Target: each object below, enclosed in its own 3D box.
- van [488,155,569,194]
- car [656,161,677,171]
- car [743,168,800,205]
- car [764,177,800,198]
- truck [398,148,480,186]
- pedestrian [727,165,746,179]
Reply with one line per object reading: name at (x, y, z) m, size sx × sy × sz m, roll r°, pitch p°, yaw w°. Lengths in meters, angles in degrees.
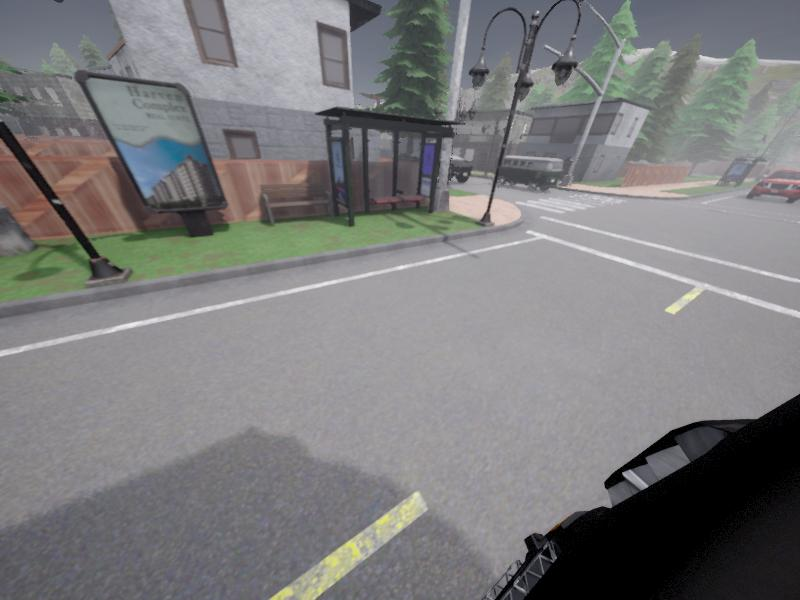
van at (8.902, -9.104, 16.543) m, size 1.775 × 1.987 × 4.442 m, roll -17°, pitch 38°, yaw -27°
car at (65.056, -32.744, 56.389) m, size 4.605 × 1.855 × 1.932 m, roll -17°, pitch 38°, yaw -27°
car at (29.100, -8.705, 17.480) m, size 5.566 × 2.045 × 2.150 m, roll -16°, pitch 38°, yaw -26°
car at (35.998, -10.393, 21.171) m, size 4.181 × 1.385 × 1.994 m, roll -16°, pitch 38°, yaw -26°
truck at (2.792, -10.722, 18.411) m, size 2.390 × 2.098 × 6.274 m, roll -22°, pitch 41°, yaw -33°
pedestrian at (52.465, -19.921, 36.045) m, size 0.751 × 1.860 × 0.751 m, roll -16°, pitch 38°, yaw -26°
